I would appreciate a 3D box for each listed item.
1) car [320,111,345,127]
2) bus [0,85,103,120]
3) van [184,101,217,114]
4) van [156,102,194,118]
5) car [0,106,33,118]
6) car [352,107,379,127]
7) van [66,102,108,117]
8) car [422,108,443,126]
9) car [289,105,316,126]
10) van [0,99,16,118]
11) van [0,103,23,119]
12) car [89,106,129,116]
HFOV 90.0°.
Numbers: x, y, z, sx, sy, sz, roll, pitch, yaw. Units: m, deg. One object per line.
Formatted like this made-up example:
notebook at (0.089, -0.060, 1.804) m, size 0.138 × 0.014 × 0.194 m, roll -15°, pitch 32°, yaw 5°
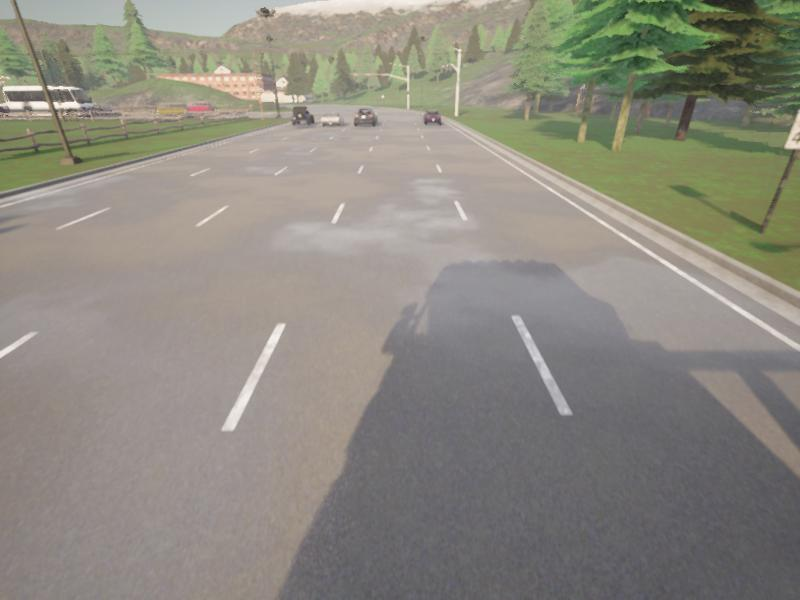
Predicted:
car at (-7.044, -19.114, 42.234) m, size 1.895 × 1.301 × 4.718 m, roll -1°, pitch 27°, yaw 0°
bus at (-49.317, -27.976, 56.773) m, size 10.273 × 4.253 × 3.944 m, roll -1°, pitch 27°, yaw 0°
van at (-34.708, -33.511, 69.735) m, size 4.442 × 1.987 × 1.775 m, roll -1°, pitch 27°, yaw 0°
van at (-33.914, -28.697, 60.414) m, size 4.442 × 1.987 × 1.775 m, roll -1°, pitch 27°, yaw 0°
car at (-64.857, -31.266, 66.548) m, size 5.027 × 1.651 × 2.152 m, roll -1°, pitch 27°, yaw 0°
car at (-3.563, -19.384, 42.285) m, size 2.242 × 1.667 × 4.611 m, roll 1°, pitch 27°, yaw 3°
van at (-49.533, -30.145, 63.394) m, size 4.480 × 2.038 × 2.069 m, roll -1°, pitch 27°, yaw 0°
car at (3.428, -19.772, 43.155) m, size 1.816 × 1.474 × 4.193 m, roll -1°, pitch 27°, yaw -1°
car at (-10.573, -20.077, 43.500) m, size 1.905 × 1.878 × 3.866 m, roll -1°, pitch 27°, yaw 0°
van at (-65.073, -30.206, 63.147) m, size 5.915 × 2.561 × 1.988 m, roll -1°, pitch 27°, yaw 0°
van at (-60.295, -28.412, 60.204) m, size 4.480 × 2.038 × 2.069 m, roll -1°, pitch 27°, yaw 0°
car at (-48.378, -31.518, 66.640) m, size 4.792 × 1.488 × 2.163 m, roll -1°, pitch 27°, yaw 0°
